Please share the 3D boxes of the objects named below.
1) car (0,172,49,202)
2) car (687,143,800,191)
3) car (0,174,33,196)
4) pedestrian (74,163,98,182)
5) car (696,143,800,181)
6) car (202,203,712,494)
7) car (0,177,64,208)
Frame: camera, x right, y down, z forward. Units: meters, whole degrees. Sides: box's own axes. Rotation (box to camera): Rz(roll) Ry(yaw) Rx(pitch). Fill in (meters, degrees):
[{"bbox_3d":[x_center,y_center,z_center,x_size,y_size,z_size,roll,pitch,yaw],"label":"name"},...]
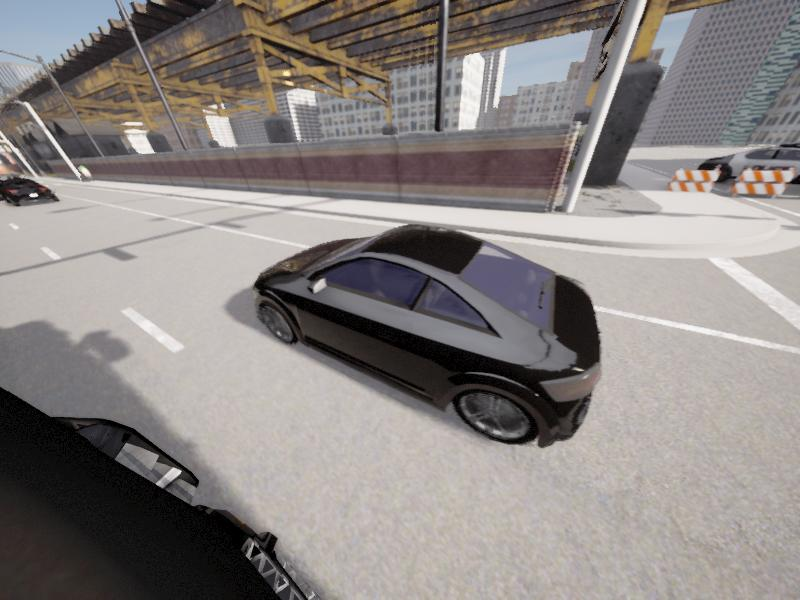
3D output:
[{"bbox_3d":[-30.463,-8.915,18.071,4.611,1.667,2.242,16,38,26],"label":"car"},{"bbox_3d":[16.599,-5.729,9.831,2.038,1.542,4.974,-11,35,-12],"label":"car"},{"bbox_3d":[-36.352,-10.518,21.060,4.902,1.511,2.128,16,38,26],"label":"car"},{"bbox_3d":[-36.123,-14.643,26.590,0.751,1.860,0.751,14,37,24],"label":"pedestrian"},{"bbox_3d":[16.578,-5.887,9.786,1.853,1.218,4.536,-11,35,-12],"label":"car"},{"bbox_3d":[-0.025,-0.159,2.935,4.181,1.385,1.994,16,38,26],"label":"car"},{"bbox_3d":[-24.961,-7.260,15.382,4.674,1.442,1.812,16,38,26],"label":"car"}]
